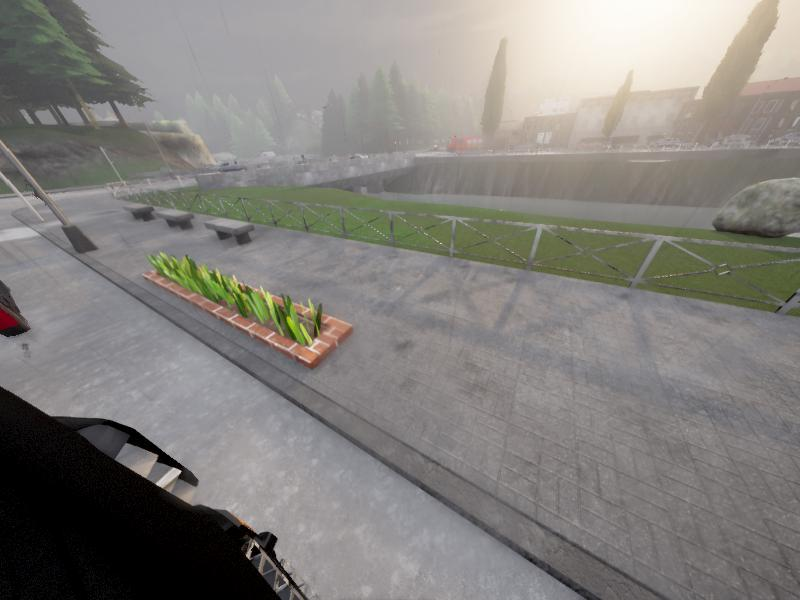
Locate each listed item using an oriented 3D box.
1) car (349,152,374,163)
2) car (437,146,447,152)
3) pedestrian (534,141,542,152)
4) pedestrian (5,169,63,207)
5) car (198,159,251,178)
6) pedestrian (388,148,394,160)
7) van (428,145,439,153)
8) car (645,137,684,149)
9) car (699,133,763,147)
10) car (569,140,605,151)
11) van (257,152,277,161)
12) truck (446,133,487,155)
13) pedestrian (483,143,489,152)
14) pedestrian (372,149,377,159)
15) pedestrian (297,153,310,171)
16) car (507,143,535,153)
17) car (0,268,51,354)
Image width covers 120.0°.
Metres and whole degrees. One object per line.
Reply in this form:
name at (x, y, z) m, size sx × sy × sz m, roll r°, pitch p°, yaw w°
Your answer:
car at (-7.228, -27.099, 43.864) m, size 2.038 × 1.542 × 4.974 m, roll 16°, pitch 38°, yaw 26°
car at (14.976, -53.545, 82.033) m, size 2.007 × 1.525 × 4.514 m, roll 16°, pitch 38°, yaw 26°
pedestrian at (27.818, -30.845, 46.503) m, size 0.751 × 1.860 × 0.751 m, roll -22°, pitch 38°, yaw -26°
pedestrian at (-20.719, -6.346, 13.121) m, size 0.751 × 1.860 × 0.751 m, roll 7°, pitch 35°, yaw 14°
car at (-22.133, -16.780, 29.343) m, size 2.242 × 1.667 × 4.611 m, roll 16°, pitch 38°, yaw 26°
pedestrian at (-1.609, -26.975, 42.723) m, size 0.751 × 1.860 × 0.751 m, roll -29°, pitch 42°, yaw -34°
van at (11.148, -49.998, 76.462) m, size 2.069 × 2.038 × 4.480 m, roll 16°, pitch 38°, yaw 26°
car at (45.379, -26.988, 39.763) m, size 3.806 × 1.475 × 1.970 m, roll 16°, pitch 38°, yaw 26°
car at (51.920, -25.194, 36.420) m, size 5.238 × 1.638 × 1.930 m, roll 16°, pitch 38°, yaw 26°
car at (35.891, -29.756, 44.511) m, size 5.027 × 1.651 × 2.152 m, roll 16°, pitch 38°, yaw 26°
van at (-49.496, -53.636, 86.032) m, size 1.988 × 2.561 × 5.915 m, roll 16°, pitch 38°, yaw 26°
truck at (15.403, -36.505, 54.225) m, size 8.468 × 3.827 × 2.891 m, roll 16°, pitch 38°, yaw 26°
pedestrian at (21.198, -37.581, 56.933) m, size 0.751 × 1.860 × 0.751 m, roll 23°, pitch 42°, yaw 34°
pedestrian at (-5.819, -32.944, 52.208) m, size 0.751 × 1.860 × 0.751 m, roll 10°, pitch 36°, yaw 19°
pedestrian at (-11.783, -16.902, 28.340) m, size 0.751 × 1.860 × 0.751 m, roll 16°, pitch 38°, yaw 26°
car at (25.975, -32.586, 49.515) m, size 4.856 × 1.649 × 2.033 m, roll 16°, pitch 38°, yaw 26°
car at (-7.387, -0.087, 3.245) m, size 3.633 × 1.501 × 1.845 m, roll 16°, pitch 38°, yaw 26°
